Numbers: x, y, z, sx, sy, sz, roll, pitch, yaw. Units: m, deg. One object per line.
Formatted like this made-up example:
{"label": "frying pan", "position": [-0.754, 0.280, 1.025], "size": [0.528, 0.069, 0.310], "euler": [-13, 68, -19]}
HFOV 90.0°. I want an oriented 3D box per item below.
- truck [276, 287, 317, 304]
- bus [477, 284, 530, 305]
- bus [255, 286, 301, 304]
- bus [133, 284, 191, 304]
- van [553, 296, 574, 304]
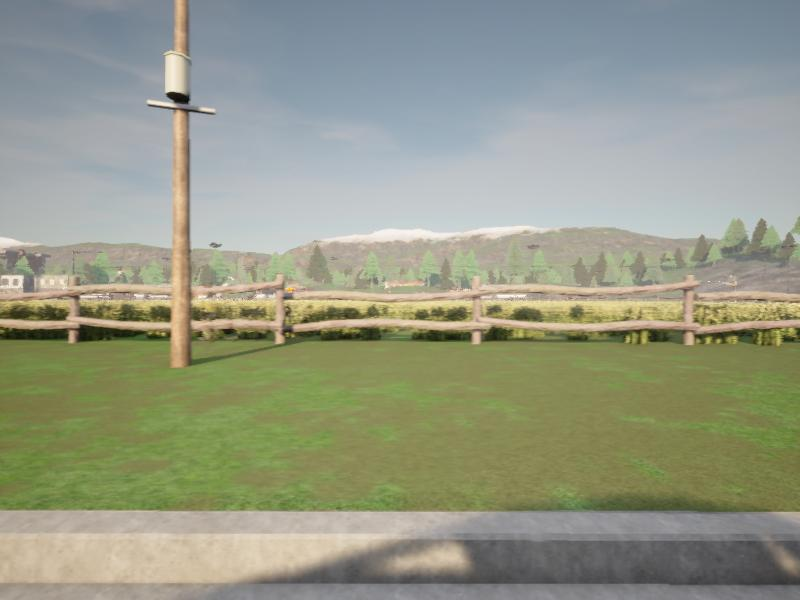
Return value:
{"label": "truck", "position": [-22.738, -0.956, 88.188], "size": [8.468, 3.827, 2.891], "euler": [0, 0, 0]}
{"label": "bus", "position": [21.924, -1.111, 85.012], "size": [10.273, 4.253, 3.944], "euler": [0, 0, 0]}
{"label": "bus", "position": [-30.017, -1.180, 98.782], "size": [10.273, 4.253, 3.944], "euler": [0, 0, 0]}
{"label": "bus", "position": [-52.353, -1.209, 88.182], "size": [10.273, 4.253, 3.944], "euler": [0, 0, 0]}
{"label": "van", "position": [40.396, 0.050, 98.973], "size": [4.442, 1.987, 1.775], "euler": [0, 0, 0]}
